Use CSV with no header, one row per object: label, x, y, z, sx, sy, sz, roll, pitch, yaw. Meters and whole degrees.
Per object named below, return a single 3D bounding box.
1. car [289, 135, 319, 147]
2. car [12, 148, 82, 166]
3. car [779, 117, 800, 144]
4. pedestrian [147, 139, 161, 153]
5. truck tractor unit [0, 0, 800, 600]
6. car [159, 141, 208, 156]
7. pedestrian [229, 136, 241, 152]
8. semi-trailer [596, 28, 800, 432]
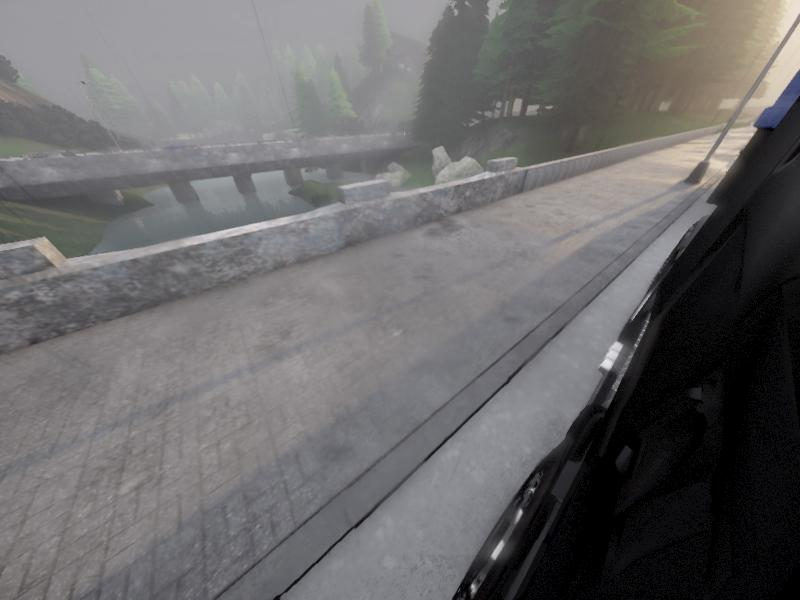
car,-17.686,-29.465,42.676,4.514,1.525,2.007,-26,43,-28
car,-45.823,-18.740,30.166,4.674,1.442,1.812,-26,43,-28
car,32.625,-13.614,18.448,3.988,1.617,1.851,-26,43,-28
pedestrian,-40.816,-25.528,38.342,0.751,1.860,0.751,-27,43,-28
truck tractor unit,2.645,-0.295,0.351,6.516,4.208,3.053,-28,44,-30
car,-31.948,-22.519,34.280,5.008,1.535,1.882,-26,43,-28
pedestrian,-24.023,-22.741,33.613,0.751,1.860,0.751,-22,41,-24
semi-trailer,8.811,-3.525,4.114,14.254,4.402,2.717,-27,43,-28
